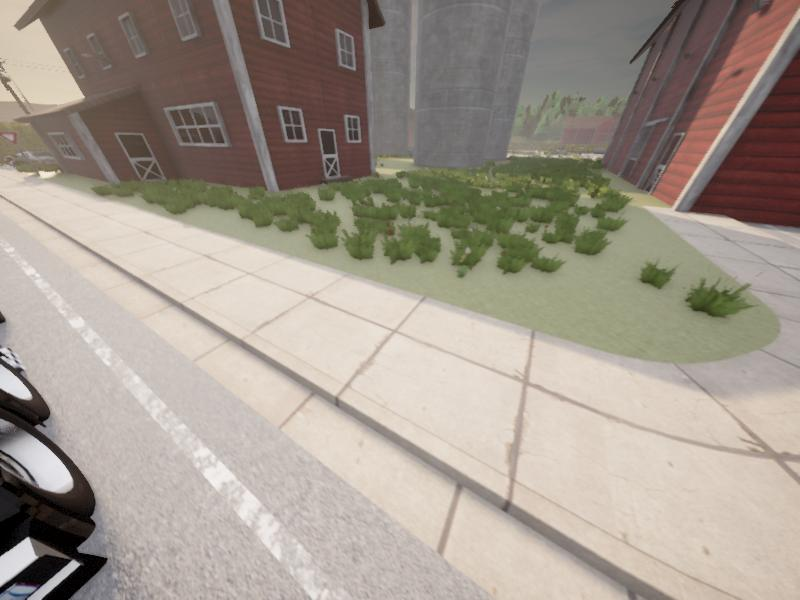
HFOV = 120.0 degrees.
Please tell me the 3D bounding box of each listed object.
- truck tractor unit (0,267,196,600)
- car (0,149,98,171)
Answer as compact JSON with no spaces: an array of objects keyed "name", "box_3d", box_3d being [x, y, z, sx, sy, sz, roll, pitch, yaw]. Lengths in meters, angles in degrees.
[{"name":"truck tractor unit","box_3d":[-5.111,-0.299,0.788,6.516,4.208,3.053,18,38,24]},{"name":"car","box_3d":[-33.631,-13.614,22.268,2.038,1.542,4.974,12,36,15]}]
